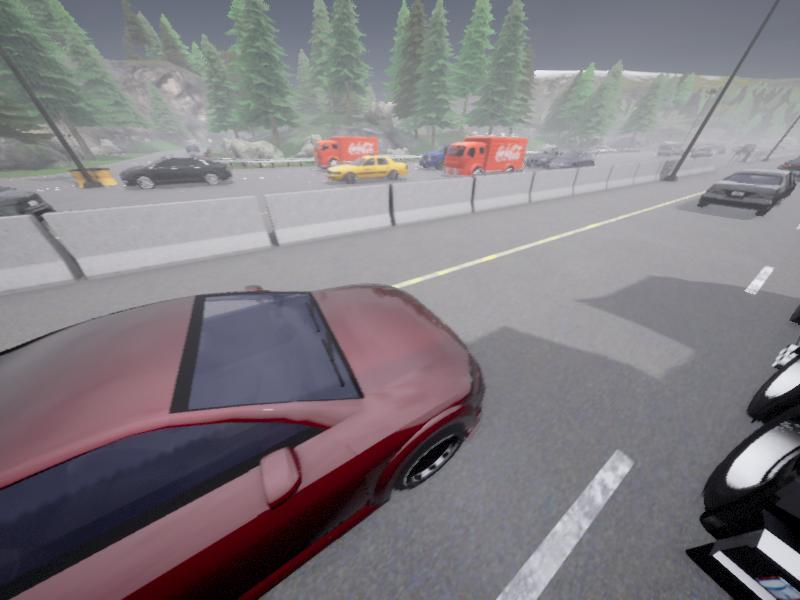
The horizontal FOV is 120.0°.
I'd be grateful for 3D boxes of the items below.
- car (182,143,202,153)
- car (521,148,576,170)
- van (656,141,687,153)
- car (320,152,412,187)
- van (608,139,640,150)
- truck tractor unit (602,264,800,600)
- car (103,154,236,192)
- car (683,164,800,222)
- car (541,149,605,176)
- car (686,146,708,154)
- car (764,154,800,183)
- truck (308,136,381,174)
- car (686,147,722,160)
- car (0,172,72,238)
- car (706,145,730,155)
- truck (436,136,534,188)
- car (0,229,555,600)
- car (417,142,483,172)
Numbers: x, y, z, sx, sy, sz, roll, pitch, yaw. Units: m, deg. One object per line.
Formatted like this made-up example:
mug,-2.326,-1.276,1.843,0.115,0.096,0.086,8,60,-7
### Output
car,-38.718,-28.403,43.123,2.128,1.511,4.902,-21,40,-27
car,14.744,-14.093,22.941,4.611,1.667,2.242,-19,39,-25
van,67.254,-38.039,57.383,2.069,2.038,4.480,1,38,0
car,-2.000,-8.407,14.687,5.366,1.575,1.801,-19,39,-25
van,65.226,-45.508,67.435,1.988,2.561,5.915,-19,39,-25
truck tractor unit,5.112,-0.298,0.780,6.516,4.208,3.053,-18,39,-24
car,-12.317,-7.207,12.942,4.892,1.490,1.837,-18,39,-26
car,14.407,-4.548,9.464,5.357,1.411,2.033,-19,39,-25
car,14.615,-11.702,19.542,4.856,1.649,2.033,-19,39,-25
car,67.393,-34.025,52.414,4.718,1.301,1.895,-19,39,-25
car,29.355,-9.643,16.814,4.974,1.542,2.038,-19,39,-25
truck,-4.622,-12.548,19.835,5.204,2.467,2.627,-19,39,-25
car,46.590,-22.445,35.374,4.974,1.542,2.038,-19,39,-25
car,-12.719,-2.354,6.069,4.181,1.385,1.994,-19,39,-25
car,67.745,-31.907,49.178,3.988,1.617,1.851,-19,39,-25
truck,5.299,-8.909,14.700,5.204,2.467,2.627,-19,39,-25
car,-1.323,0.779,1.677,4.181,1.385,1.994,-19,39,-25
car,4.549,-13.144,21.140,5.566,2.045,2.150,-19,39,-24
